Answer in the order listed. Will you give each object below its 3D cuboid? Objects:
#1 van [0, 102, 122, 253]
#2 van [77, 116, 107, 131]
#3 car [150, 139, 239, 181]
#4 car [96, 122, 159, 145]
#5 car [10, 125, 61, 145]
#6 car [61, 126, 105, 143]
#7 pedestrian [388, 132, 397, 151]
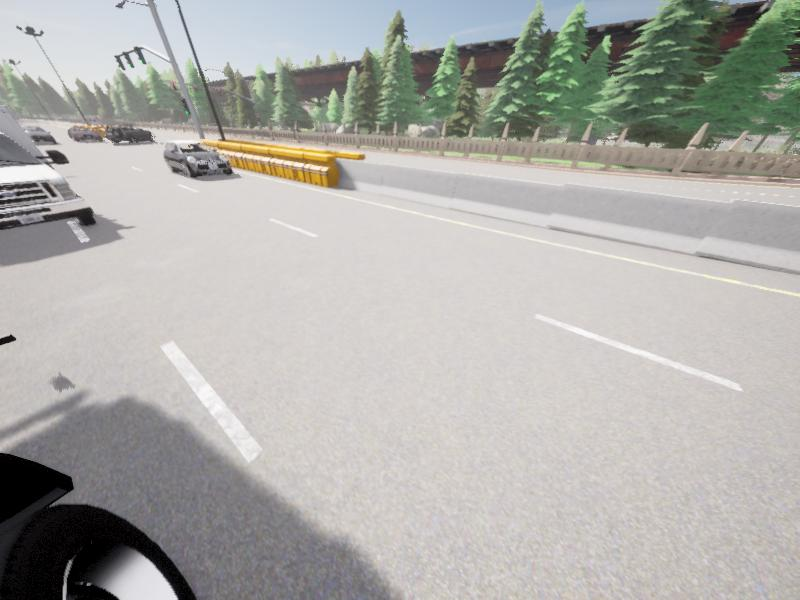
[{"bbox_3d":[-10.530,-3.238,5.592,6.366,2.431,2.351,19,40,21],"label":"van"},{"bbox_3d":[-67.846,-38.875,50.795,6.366,2.431,2.351,25,42,27],"label":"van"},{"bbox_3d":[-10.619,-7.358,11.990,3.806,1.475,1.970,24,42,27],"label":"car"},{"bbox_3d":[-30.280,-18.691,25.946,1.932,1.855,4.605,-2,37,-8],"label":"car"},{"bbox_3d":[-35.862,-16.240,22.708,5.357,1.411,2.033,24,42,27],"label":"car"},{"bbox_3d":[-35.884,-18.780,26.180,4.181,1.385,1.994,23,41,26],"label":"car"},{"bbox_3d":[-0.891,-19.502,28.422,0.751,1.860,0.751,25,42,27],"label":"pedestrian"}]
